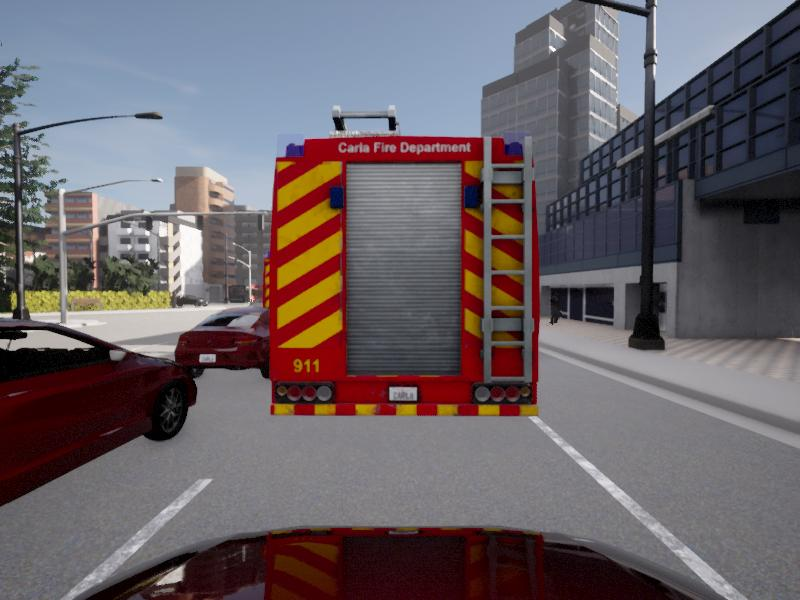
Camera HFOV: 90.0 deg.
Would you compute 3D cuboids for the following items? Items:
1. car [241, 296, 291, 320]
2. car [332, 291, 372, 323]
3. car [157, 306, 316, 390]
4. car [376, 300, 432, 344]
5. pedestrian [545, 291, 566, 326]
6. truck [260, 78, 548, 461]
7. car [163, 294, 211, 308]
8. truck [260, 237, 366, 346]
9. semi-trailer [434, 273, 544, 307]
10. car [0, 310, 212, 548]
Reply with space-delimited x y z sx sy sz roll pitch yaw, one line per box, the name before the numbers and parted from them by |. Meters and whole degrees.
car | -10.143 0.552 30.733 2.242 1.667 4.611 0 1 1
car | -3.273 0.396 28.592 2.150 2.045 5.566 0 1 1
car | -3.435 0.891 9.530 1.812 1.442 4.674 0 0 1
car | 0.180 0.817 17.201 2.038 1.542 4.974 0 1 1
pedestrian | 8.427 0.441 21.694 0.751 1.860 0.751 0 2 -14
truck | 0.092 -0.302 8.253 2.891 3.827 8.468 0 0 1
car | -27.246 0.090 51.336 5.027 1.651 2.152 0 1 1
truck | -3.409 -0.337 18.226 2.891 3.827 8.468 0 0 1
semi-trailer | 11.871 -1.387 54.011 14.254 4.402 2.717 0 1 0
car | -3.468 0.860 3.307 1.816 1.474 4.193 0 0 1
